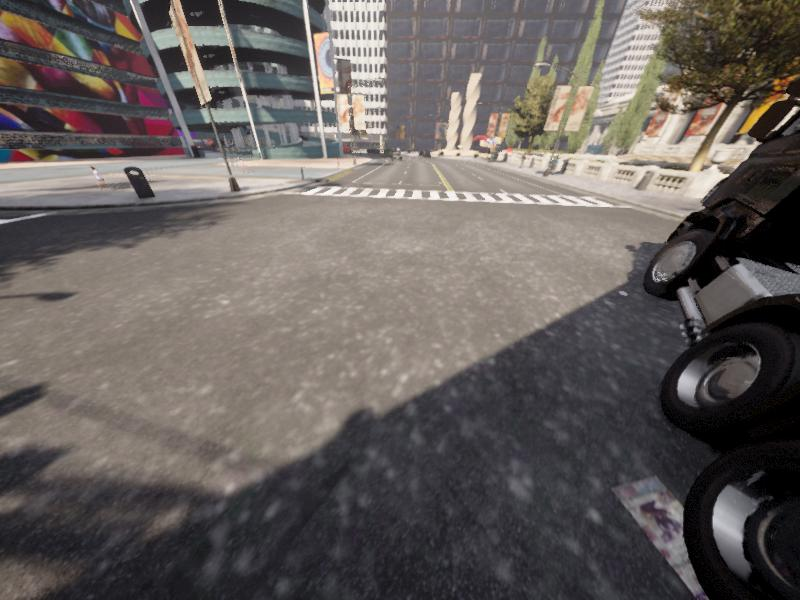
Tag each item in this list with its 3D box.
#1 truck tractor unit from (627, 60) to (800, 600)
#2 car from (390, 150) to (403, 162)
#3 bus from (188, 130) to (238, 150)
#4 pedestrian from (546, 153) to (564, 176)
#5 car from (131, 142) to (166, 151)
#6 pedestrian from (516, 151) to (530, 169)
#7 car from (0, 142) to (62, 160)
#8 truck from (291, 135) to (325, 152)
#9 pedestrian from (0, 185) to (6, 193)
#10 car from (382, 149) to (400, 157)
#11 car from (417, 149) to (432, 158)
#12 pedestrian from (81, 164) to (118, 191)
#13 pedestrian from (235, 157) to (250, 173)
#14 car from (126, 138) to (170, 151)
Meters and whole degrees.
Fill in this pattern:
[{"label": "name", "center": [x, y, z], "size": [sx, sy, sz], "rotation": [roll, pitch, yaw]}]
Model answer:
[{"label": "truck tractor unit", "center": [4.782, -0.503, 1.243], "size": [3.053, 4.208, 6.516], "rotation": [32, 43, 24]}, {"label": "car", "center": [-0.585, -24.408, 39.107], "size": [1.789, 1.549, 3.705], "rotation": [-3, 34, -7]}, {"label": "bus", "center": [-53.991, -46.414, 67.072], "size": [10.273, 4.253, 3.944], "rotation": [3, 34, 2]}, {"label": "pedestrian", "center": [15.381, -13.443, 22.932], "size": [0.751, 1.860, 0.751], "rotation": [7, 34, 8]}, {"label": "car", "center": [-50.973, -31.192, 46.956], "size": [4.514, 1.523, 2.007], "rotation": [3, 34, 2]}, {"label": "pedestrian", "center": [15.381, -17.472, 28.907], "size": [0.751, 1.860, 0.751], "rotation": [3, 34, 2]}, {"label": "car", "center": [-40.674, -16.085, 24.904], "size": [4.902, 1.511, 2.128], "rotation": [3, 34, 2]}, {"label": "truck", "center": [-27.164, -46.488, 68.694], "size": [8.468, 3.827, 2.891], "rotation": [5, 34, 5]}, {"label": "pedestrian", "center": [-18.552, -5.591, 9.860], "size": [0.751, 1.860, 0.751], "rotation": [10, 35, 12]}, {"label": "car", "center": [-1.989, -32.946, 51.736], "size": [2.007, 1.525, 4.514], "rotation": [-17, 38, -26]}, {"label": "car", "center": [5.389, -32.767, 51.708], "size": [1.851, 1.617, 3.988], "rotation": [-9, 35, -15]}, {"label": "pedestrian", "center": [-14.647, -5.978, 11.278], "size": [0.500, 1.100, 0.500], "rotation": [10, 35, 12]}, {"label": "pedestrian", "center": [-12.926, -11.131, 18.992], "size": [0.500, 1.100, 0.500], "rotation": [8, 34, 9]}, {"label": "car", "center": [-50.906, -31.513, 46.735], "size": [5.566, 2.045, 2.435], "rotation": [3, 34, 2]}]
